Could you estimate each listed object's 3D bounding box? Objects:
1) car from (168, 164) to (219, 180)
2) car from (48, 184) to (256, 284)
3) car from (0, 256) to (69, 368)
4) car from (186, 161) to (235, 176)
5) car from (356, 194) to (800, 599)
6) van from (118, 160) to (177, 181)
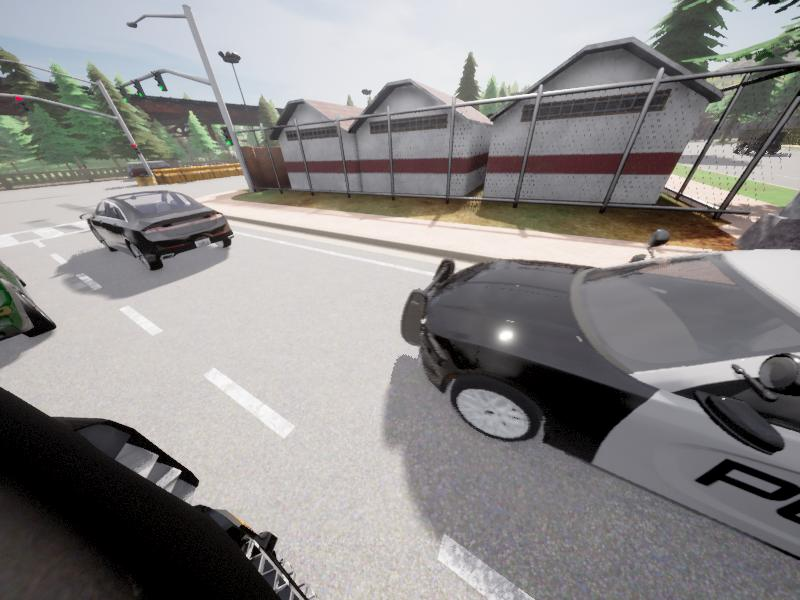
[{"bbox_3d":[-25.629,-16.034,28.821,1.994,1.385,4.181,15,37,24],"label":"car"},{"bbox_3d":[-6.622,-2.083,6.225,4.902,1.511,2.128,16,38,26],"label":"car"},{"bbox_3d":[-7.428,-0.191,3.181,4.553,1.767,2.097,16,38,26],"label":"car"},{"bbox_3d":[-26.897,-18.846,33.023,2.128,1.511,4.902,15,37,24],"label":"car"},{"bbox_3d":[2.476,0.442,1.605,5.238,1.638,1.930,16,38,26],"label":"car"},{"bbox_3d":[-32.739,-16.903,30.118,1.775,1.987,4.442,15,37,24],"label":"van"}]
